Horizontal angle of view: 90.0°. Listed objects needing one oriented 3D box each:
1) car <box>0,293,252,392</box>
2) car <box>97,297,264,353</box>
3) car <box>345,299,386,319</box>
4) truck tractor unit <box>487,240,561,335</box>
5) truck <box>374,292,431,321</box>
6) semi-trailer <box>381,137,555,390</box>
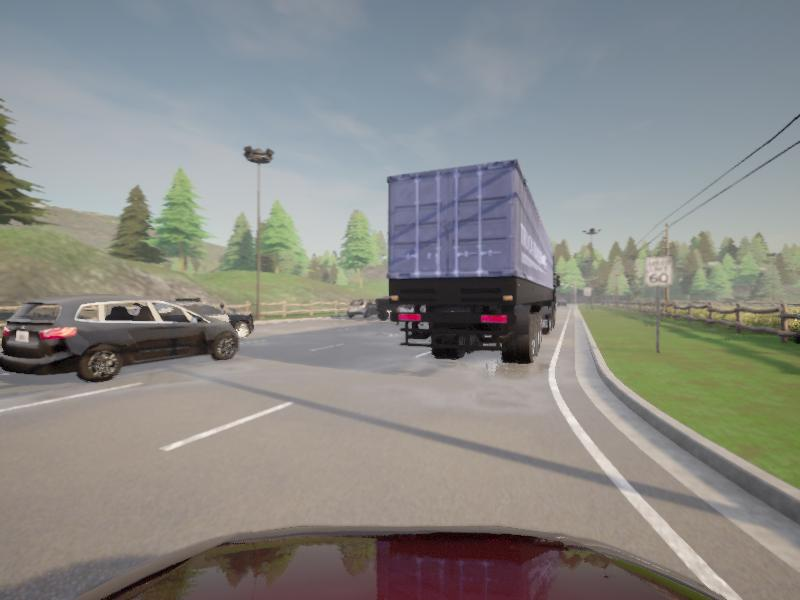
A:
[{"bbox_3d":[-6.018,0.730,9.313,2.242,1.667,4.611,0,0,23],"label":"car"},{"bbox_3d":[-7.563,0.735,14.543,1.930,1.638,5.238,0,0,23],"label":"car"},{"bbox_3d":[-2.856,0.721,34.206,1.851,1.617,3.988,0,0,23],"label":"car"},{"bbox_3d":[6.808,-0.555,21.308,3.053,4.208,6.516,0,0,23],"label":"truck tractor unit"},{"bbox_3d":[0.357,0.481,32.820,2.390,2.098,6.274,0,0,23],"label":"truck"},{"bbox_3d":[3.683,-0.640,14.037,2.717,4.402,14.254,0,0,23],"label":"semi-trailer"}]
